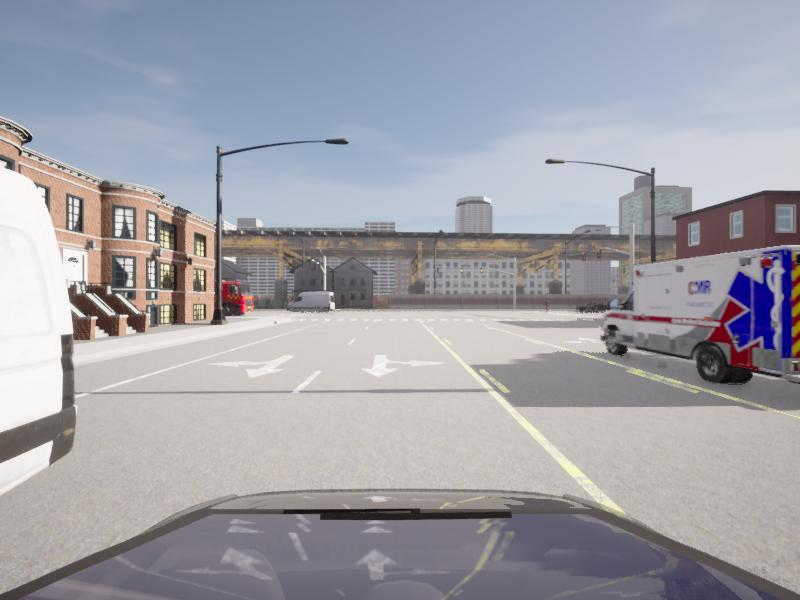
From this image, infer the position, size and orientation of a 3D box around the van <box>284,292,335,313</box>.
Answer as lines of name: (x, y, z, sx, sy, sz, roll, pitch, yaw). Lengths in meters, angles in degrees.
van: (-11.154, 0.322, 49.534, 5.915, 2.561, 1.988, 0, 0, 7)

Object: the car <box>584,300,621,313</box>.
car: (25.327, 0.815, 50.007, 3.705, 1.549, 1.789, 0, 0, 0)

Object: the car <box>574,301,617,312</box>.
car: (26.137, 0.844, 53.509, 4.892, 1.490, 1.837, 0, 0, 0)

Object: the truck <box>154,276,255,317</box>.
truck: (-19.040, -0.321, 39.318, 8.468, 3.827, 2.891, 0, 0, 0)

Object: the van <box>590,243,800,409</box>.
van: (6.981, 0.378, 8.996, 2.351, 2.431, 6.366, 0, 0, -1)

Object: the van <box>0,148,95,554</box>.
van: (-3.510, 0.322, 0.351, 1.988, 2.561, 5.915, 0, 0, 0)
